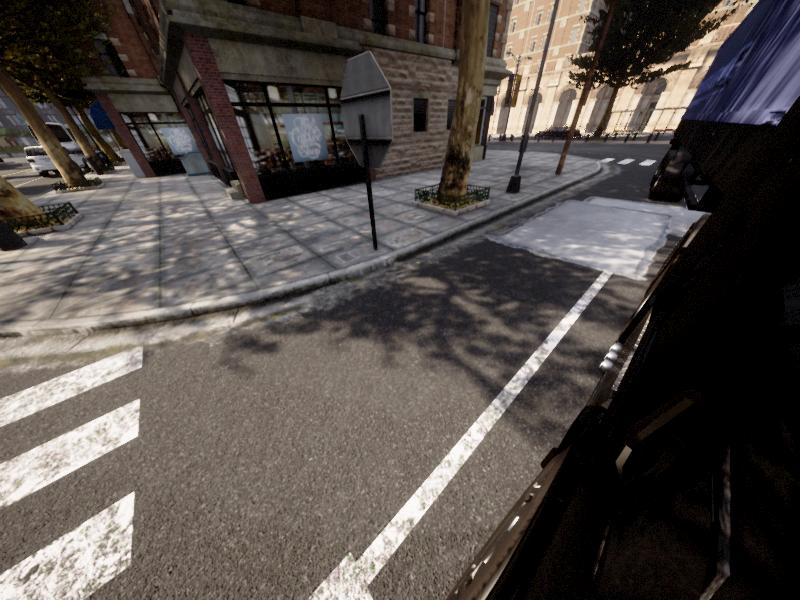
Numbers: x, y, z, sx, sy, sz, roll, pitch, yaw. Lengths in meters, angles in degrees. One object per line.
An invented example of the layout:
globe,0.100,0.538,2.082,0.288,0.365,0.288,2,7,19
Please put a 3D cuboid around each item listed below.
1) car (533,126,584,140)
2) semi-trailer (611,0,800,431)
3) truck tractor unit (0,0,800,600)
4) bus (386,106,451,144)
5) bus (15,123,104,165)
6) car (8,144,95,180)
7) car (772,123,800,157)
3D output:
car,22.016,-23.410,32.358,5.357,1.411,2.033,29,47,35
semi-trailer,8.070,-3.974,4.756,2.717,4.402,14.254,27,46,33
truck tractor unit,2.645,-0.295,0.351,6.516,4.208,3.053,-28,44,-30
bus,2.585,-27.271,36.336,3.944,4.253,10.273,-28,44,-30
bus,-47.154,-22.200,32.664,3.944,4.253,10.273,-28,44,-30
car,-28.320,-11.570,19.144,2.435,2.045,5.566,-28,44,-30
car,24.092,-8.306,11.984,1.837,1.490,4.892,-28,44,-30
